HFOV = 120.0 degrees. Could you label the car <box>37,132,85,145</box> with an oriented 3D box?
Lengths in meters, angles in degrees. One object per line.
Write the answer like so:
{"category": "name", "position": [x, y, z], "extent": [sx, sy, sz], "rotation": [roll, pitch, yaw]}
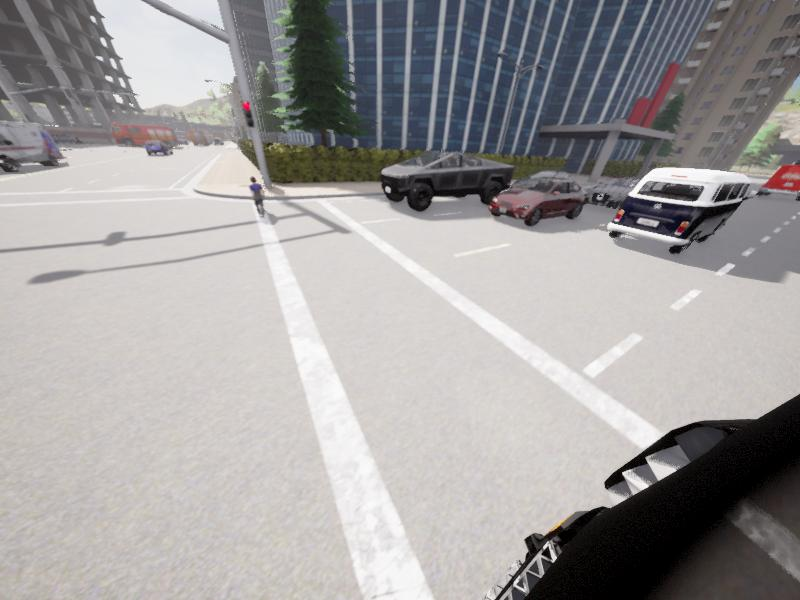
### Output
{"category": "car", "position": [-59.028, -28.203, 40.337], "extent": [3.988, 1.617, 1.851], "rotation": [-16, 38, -26]}

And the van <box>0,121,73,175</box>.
{"category": "van", "position": [-23.746, -9.227, 13.797], "extent": [2.351, 2.431, 6.366], "rotation": [-16, 38, -26]}

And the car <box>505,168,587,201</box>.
{"category": "car", "position": [9.007, -7.182, 14.229], "extent": [4.674, 1.442, 1.812], "rotation": [-16, 38, -26]}

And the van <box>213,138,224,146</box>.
{"category": "van", "position": [-59.651, -52.198, 76.078], "extent": [2.069, 2.038, 4.480], "rotation": [-16, 38, -26]}

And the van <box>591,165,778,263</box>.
{"category": "van", "position": [8.678, -2.872, 7.146], "extent": [4.480, 2.038, 2.069], "rotation": [-16, 38, -26]}

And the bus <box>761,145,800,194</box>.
{"category": "bus", "position": [46.546, -14.521, 25.899], "extent": [10.273, 4.253, 3.944], "rotation": [-16, 38, -26]}

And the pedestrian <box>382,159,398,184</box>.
{"category": "pedestrian", "position": [-0.664, -8.128, 14.661], "extent": [0.751, 1.300, 0.751], "rotation": [-15, 38, -26]}

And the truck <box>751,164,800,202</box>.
{"category": "truck", "position": [33.688, -10.083, 19.754], "extent": [5.204, 2.467, 2.627], "rotation": [-16, 38, -26]}

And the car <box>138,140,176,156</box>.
{"category": "car", "position": [-30.192, -19.036, 28.896], "extent": [2.007, 1.525, 4.514], "rotation": [-15, 37, -25]}

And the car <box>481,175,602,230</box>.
{"category": "car", "position": [5.518, -3.980, 9.072], "extent": [4.193, 1.474, 1.816], "rotation": [-16, 38, -26]}

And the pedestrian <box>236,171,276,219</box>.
{"category": "pedestrian", "position": [-4.686, -3.443, 7.562], "extent": [0.751, 1.300, 0.751], "rotation": [-17, 38, -27]}

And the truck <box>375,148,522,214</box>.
{"category": "truck", "position": [2.227, -5.542, 10.592], "extent": [6.274, 2.098, 2.390], "rotation": [-16, 38, -26]}

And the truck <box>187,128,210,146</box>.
{"category": "truck", "position": [-55.070, -44.629, 63.395], "extent": [2.891, 3.827, 8.468], "rotation": [-16, 38, -26]}

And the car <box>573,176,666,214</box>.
{"category": "car", "position": [11.562, -5.644, 12.187], "extent": [4.181, 1.385, 1.994], "rotation": [-16, 38, -27]}

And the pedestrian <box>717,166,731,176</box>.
{"category": "pedestrian", "position": [68.667, -27.355, 48.981], "extent": [0.751, 1.860, 0.751], "rotation": [15, 35, 18]}

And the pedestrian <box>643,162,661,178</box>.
{"category": "pedestrian", "position": [34.805, -17.955, 31.956], "extent": [0.751, 1.860, 0.751], "rotation": [-16, 38, -27]}

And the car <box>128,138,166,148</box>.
{"category": "car", "position": [-49.511, -30.874, 45.368], "extent": [4.718, 1.301, 1.895], "rotation": [-16, 38, -27]}

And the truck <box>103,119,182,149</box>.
{"category": "truck", "position": [-46.866, -30.436, 42.637], "extent": [8.468, 3.827, 2.891], "rotation": [-16, 38, -27]}
